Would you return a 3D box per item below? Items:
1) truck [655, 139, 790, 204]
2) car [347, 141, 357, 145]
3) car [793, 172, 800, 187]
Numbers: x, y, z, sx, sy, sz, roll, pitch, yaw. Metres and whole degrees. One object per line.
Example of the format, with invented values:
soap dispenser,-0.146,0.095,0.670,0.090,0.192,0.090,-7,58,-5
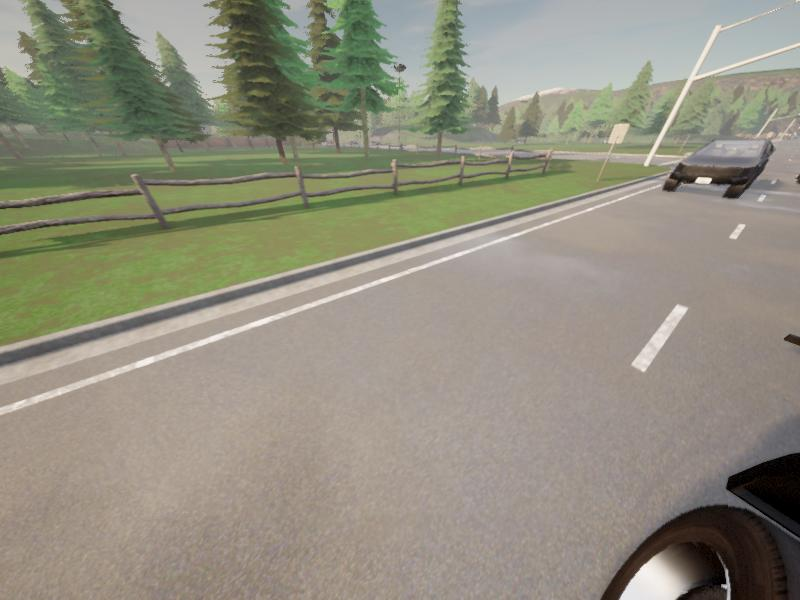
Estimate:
truck,15.269,-6.324,10.919,6.274,2.098,2.390,-22,41,-28
car,-18.435,-60.647,89.046,1.895,1.301,4.718,-22,40,-27
car,23.859,-7.153,12.427,5.027,1.651,2.152,-22,41,-28
